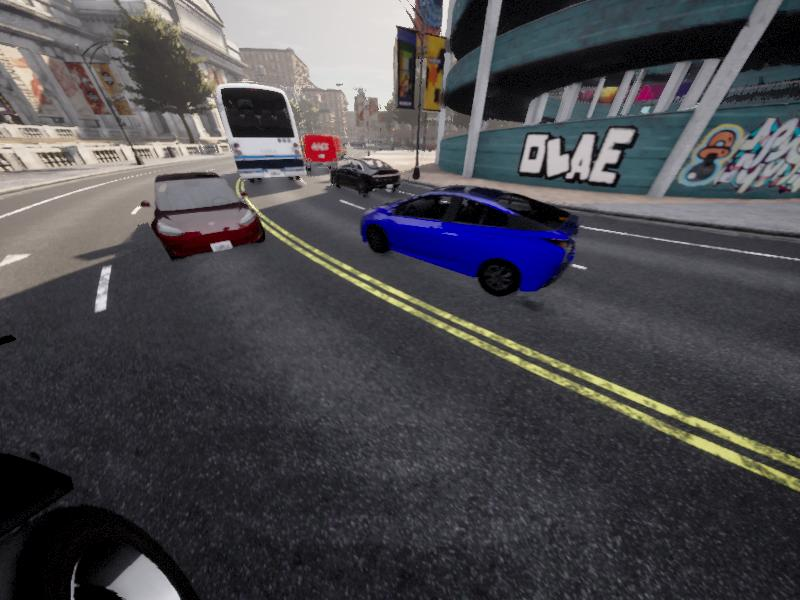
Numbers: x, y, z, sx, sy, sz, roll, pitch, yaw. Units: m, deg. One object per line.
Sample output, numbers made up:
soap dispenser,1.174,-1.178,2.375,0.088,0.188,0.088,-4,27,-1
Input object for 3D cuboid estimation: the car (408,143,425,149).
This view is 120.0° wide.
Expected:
car,4.617,-44.397,66.694,4.674,1.442,1.812,-2,35,-4

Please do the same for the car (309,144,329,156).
car,-13.037,-24.380,37.495,2.007,1.525,4.514,-2,35,-4

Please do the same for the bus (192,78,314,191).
bus,-8.963,-10.462,15.152,3.944,4.253,10.273,-15,38,-21

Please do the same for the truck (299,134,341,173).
truck,-6.804,-12.412,19.542,2.627,2.467,5.204,-11,36,-16

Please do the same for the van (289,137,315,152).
van,-20.733,-33.189,49.238,2.351,2.431,6.366,3,35,3

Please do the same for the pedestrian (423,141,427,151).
pedestrian,5.577,-34.353,51.585,0.751,1.860,0.751,4,35,5

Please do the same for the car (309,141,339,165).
car,-8.376,-16.652,26.004,2.150,2.045,5.566,-4,35,-7

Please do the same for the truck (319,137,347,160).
truck,-9.022,-20.946,31.800,2.627,2.467,5.204,-2,35,-4

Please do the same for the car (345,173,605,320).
car,1.155,-1.595,4.969,4.514,1.525,2.007,26,42,31

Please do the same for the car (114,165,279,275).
car,-5.385,-2.564,6.282,2.163,1.488,4.792,-25,42,-32

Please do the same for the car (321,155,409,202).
car,-1.931,-6.433,11.887,2.128,1.511,4.902,-24,42,-31

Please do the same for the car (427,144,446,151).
car,9.071,-37.966,57.588,4.181,1.385,1.994,-1,35,-3

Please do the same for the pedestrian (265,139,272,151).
pedestrian,-25.543,-30.045,44.814,0.751,1.860,0.751,-16,38,-22

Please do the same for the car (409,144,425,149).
car,5.130,-46.365,69.665,4.718,1.301,1.895,-2,35,-4

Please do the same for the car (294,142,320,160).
car,-12.496,-20.389,31.453,1.932,1.855,4.605,-2,35,-4

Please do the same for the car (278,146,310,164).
car,-11.840,-16.462,26.123,2.007,1.525,4.514,-4,35,-7
